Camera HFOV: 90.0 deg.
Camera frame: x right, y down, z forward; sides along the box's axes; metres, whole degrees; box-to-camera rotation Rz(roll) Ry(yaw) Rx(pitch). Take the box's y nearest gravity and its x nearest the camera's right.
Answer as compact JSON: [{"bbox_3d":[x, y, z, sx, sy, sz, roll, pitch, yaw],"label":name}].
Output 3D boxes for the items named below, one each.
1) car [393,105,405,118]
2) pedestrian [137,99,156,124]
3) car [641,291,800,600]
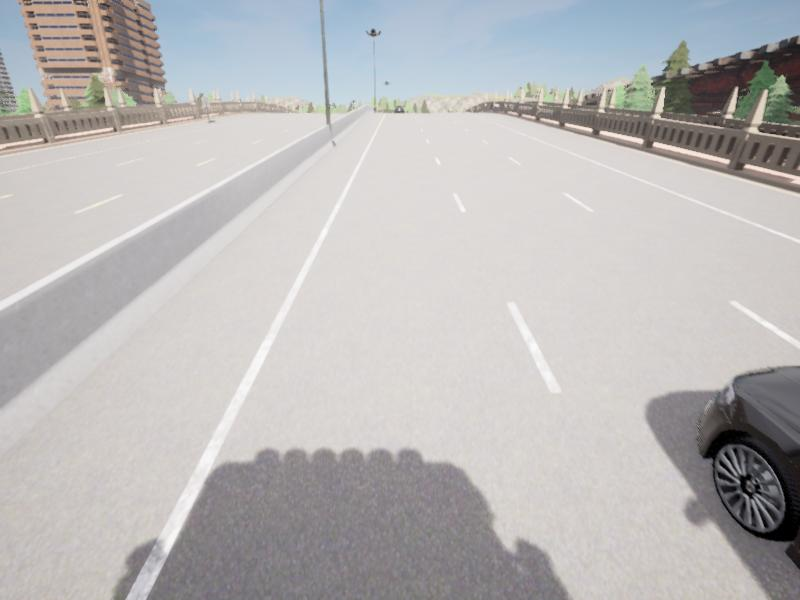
[{"bbox_3d":[-0.108,-33.918,71.965,2.097,1.767,4.553,0,21,0],"label":"car"},{"bbox_3d":[-21.810,-16.184,34.420,0.751,1.860,0.751,0,21,0],"label":"pedestrian"},{"bbox_3d":[3.491,1.753,1.517,2.128,1.511,4.902,0,28,0],"label":"car"}]
